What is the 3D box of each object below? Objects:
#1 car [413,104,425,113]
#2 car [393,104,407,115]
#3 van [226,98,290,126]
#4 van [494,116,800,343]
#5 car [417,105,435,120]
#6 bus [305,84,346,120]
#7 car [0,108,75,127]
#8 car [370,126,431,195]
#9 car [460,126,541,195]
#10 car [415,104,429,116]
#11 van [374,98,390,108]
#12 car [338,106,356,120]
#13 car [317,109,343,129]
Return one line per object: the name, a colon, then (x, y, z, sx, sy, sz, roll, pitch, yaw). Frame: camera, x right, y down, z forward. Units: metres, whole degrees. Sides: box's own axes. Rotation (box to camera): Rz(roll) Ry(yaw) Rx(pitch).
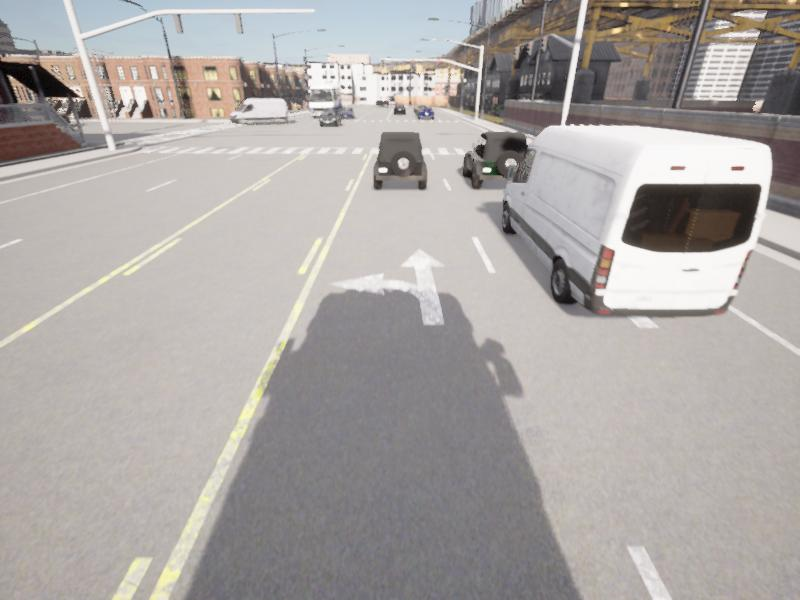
car: (3.473, -35.295, 73.688, 1.895, 1.301, 4.718, 0, 27, 0)
car: (-0.022, -31.529, 66.171, 2.163, 1.488, 4.792, 0, 27, 0)
van: (-15.237, -20.342, 43.207, 5.915, 2.561, 1.988, -15, 33, -27)
van: (3.517, -1.904, 7.546, 1.988, 2.561, 5.915, 0, 27, 0)
car: (3.482, -25.413, 54.168, 2.152, 1.651, 5.027, 0, 27, 0)
bus: (-10.392, -28.659, 57.481, 3.944, 4.253, 10.273, 0, 29, 0)
car: (-35.861, -18.118, 39.729, 5.238, 1.638, 1.930, 0, 27, 0)
car: (0.009, -5.238, 14.698, 1.905, 1.878, 3.866, 0, 27, 0)
car: (3.509, -5.280, 14.804, 1.905, 1.878, 3.866, 0, 27, 0)
car: (3.480, -29.924, 63.014, 1.882, 1.535, 5.008, 0, 27, 0)
van: (-4.468, -49.343, 100.100, 2.069, 2.038, 4.480, -15, 31, -27)
car: (-7.013, -24.847, 53.160, 1.816, 1.474, 4.193, 0, 27, 0)
car: (-7.008, -18.270, 40.254, 1.851, 1.617, 3.988, 0, 27, 0)
